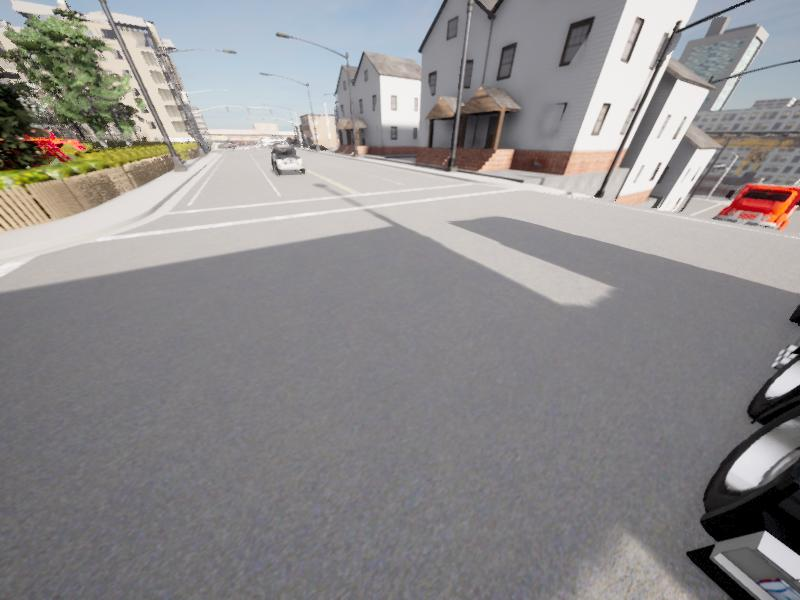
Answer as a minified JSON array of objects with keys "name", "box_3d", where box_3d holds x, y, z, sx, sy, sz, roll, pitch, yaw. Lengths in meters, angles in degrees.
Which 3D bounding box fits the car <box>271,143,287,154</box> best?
[{"name":"car","box_3d":[-23.067,-29.010,44.097,1.851,1.617,3.988,-19,39,-25]}]

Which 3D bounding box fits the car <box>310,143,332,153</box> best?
[{"name":"car","box_3d":[-18.902,-36.367,55.291,4.674,1.442,1.812,-13,37,-30]}]

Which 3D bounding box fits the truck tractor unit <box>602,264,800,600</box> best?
[{"name":"truck tractor unit","box_3d":[5.107,-0.305,0.785,6.516,4.208,3.053,-18,39,-24]}]

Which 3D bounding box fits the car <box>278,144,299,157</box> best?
[{"name":"car","box_3d":[-17.675,-23.626,36.464,2.038,1.542,4.974,-18,39,-24]}]

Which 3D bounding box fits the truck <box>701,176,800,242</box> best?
[{"name":"truck","box_3d":[20.642,-5.129,13.348,5.204,2.467,2.627,-6,32,-32]}]

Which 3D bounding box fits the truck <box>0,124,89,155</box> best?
[{"name":"truck","box_3d":[-57.686,-25.441,36.725,8.468,3.827,2.891,-17,39,-24]}]

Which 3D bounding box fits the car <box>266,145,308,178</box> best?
[{"name":"car","box_3d":[-8.704,-10.733,17.710,1.932,1.855,4.605,-18,39,-24]}]
